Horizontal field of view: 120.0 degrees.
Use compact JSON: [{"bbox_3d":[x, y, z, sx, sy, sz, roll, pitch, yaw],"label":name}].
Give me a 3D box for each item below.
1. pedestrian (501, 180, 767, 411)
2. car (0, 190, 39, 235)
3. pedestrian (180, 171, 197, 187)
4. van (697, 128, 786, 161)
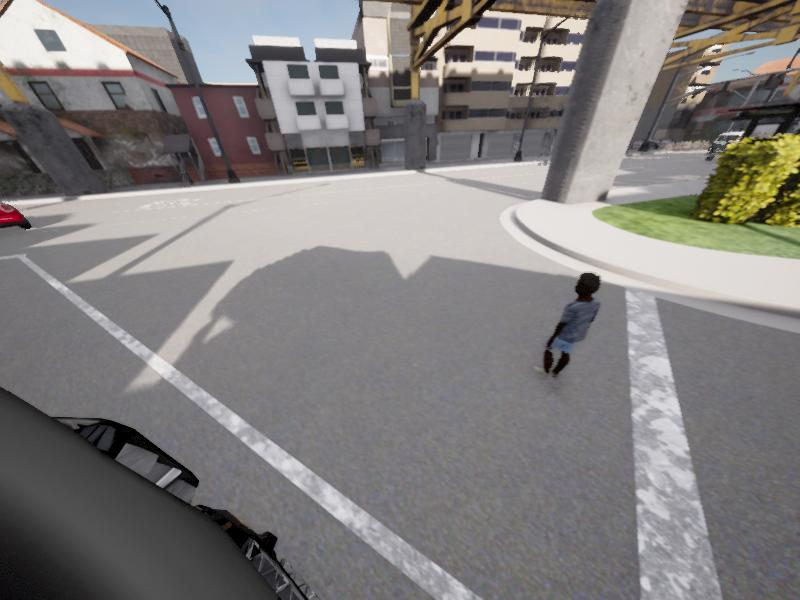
[{"bbox_3d":[1.621,0.040,2.049,0.751,1.860,0.751,-7,34,-6],"label":"pedestrian"},{"bbox_3d":[-17.565,-3.560,9.414,3.806,1.475,1.970,12,37,22],"label":"car"},{"bbox_3d":[-17.370,-9.922,19.009,0.500,1.100,0.500,-13,35,-14],"label":"pedestrian"},{"bbox_3d":[28.772,-13.130,19.579,4.480,2.038,2.069,-11,34,-12],"label":"van"}]
